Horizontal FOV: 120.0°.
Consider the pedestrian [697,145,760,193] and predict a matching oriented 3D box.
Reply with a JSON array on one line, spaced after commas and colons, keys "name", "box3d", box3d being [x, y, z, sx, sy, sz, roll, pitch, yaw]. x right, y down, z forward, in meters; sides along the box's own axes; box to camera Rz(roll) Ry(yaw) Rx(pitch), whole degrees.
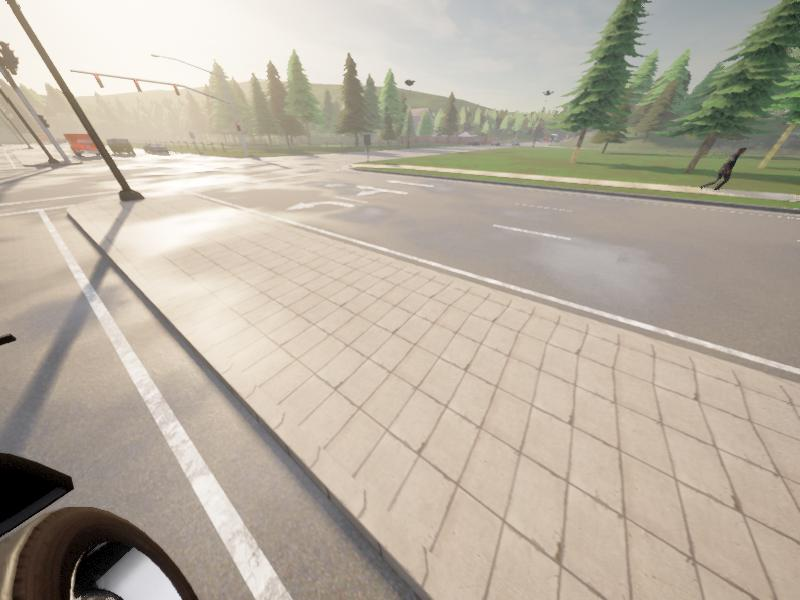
[{"name": "pedestrian", "box3d": [15.132, -6.067, 10.718, 0.751, 1.860, 0.751, 22, 41, 28]}]

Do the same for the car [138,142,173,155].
[{"name": "car", "box3d": [-36.955, -22.872, 34.863, 5.357, 1.411, 2.033, 22, 41, 28]}]

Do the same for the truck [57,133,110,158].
[{"name": "truck", "box3d": [-40.495, -19.829, 29.584, 5.204, 2.467, 2.627, 22, 41, 28]}]

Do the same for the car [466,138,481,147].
[{"name": "car", "box3d": [23.125, -49.542, 72.622, 2.150, 2.045, 5.566, 23, 41, 28]}]

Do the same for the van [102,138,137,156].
[{"name": "van", "box3d": [-39.794, -21.807, 32.817, 4.442, 1.987, 1.775, 22, 41, 28]}]
